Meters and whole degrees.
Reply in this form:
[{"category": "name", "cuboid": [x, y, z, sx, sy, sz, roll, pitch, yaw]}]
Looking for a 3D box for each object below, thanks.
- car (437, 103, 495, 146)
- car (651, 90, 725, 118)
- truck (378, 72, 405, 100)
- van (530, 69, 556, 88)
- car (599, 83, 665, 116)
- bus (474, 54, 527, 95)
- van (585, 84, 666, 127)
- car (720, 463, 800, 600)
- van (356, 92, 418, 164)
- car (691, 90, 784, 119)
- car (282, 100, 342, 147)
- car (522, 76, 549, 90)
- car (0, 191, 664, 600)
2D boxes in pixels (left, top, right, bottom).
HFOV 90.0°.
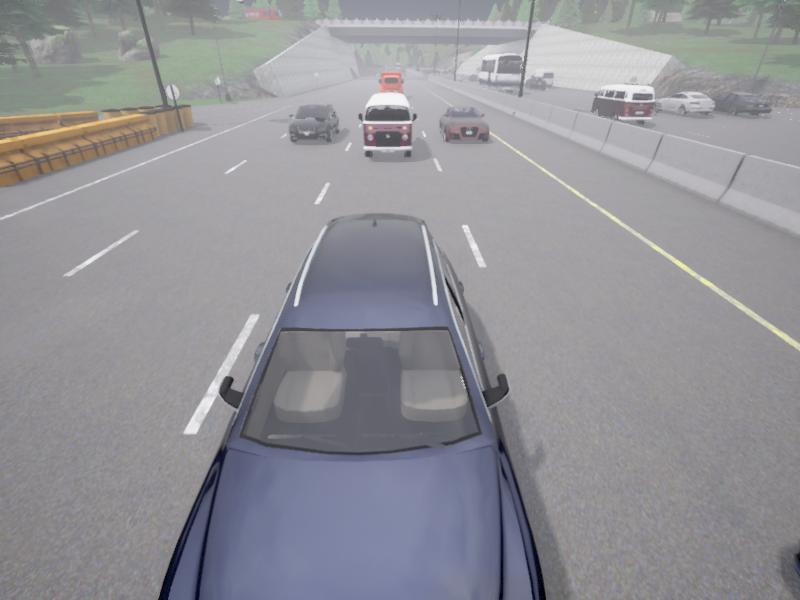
[{"category": "car", "cuboid": [2.990, -8.430, 19.025, 1.994, 1.385, 4.181, 0, 30, -1]}, {"category": "car", "cuboid": [20.335, -14.054, 28.568, 1.812, 1.442, 4.674, 0, 30, -1]}, {"category": "truck", "cuboid": [-0.893, -22.479, 41.913, 2.627, 2.467, 5.204, 0, 30, -1]}, {"category": "van", "cuboid": [23.231, -36.240, 65.358, 1.988, 2.561, 5.915, 0, 30, -1]}, {"category": "car", "cuboid": [16.822, -14.740, 29.307, 1.932, 1.855, 4.605, 0, 31, -1]}, {"category": "bus", "cuboid": [12.810, -29.644, 52.401, 3.944, 4.253, 10.273, 0, 31, -1]}, {"category": "van", "cuboid": [13.407, -11.836, 24.185, 2.069, 2.038, 4.480, 0, 30, -1]}, {"category": "car", "cuboid": [3.300, 2.612, 0.152, 2.033, 1.411, 5.357, 0, 30, -1]}, {"category": "van", "cuboid": [-0.457, -6.864, 15.682, 2.069, 2.038, 4.480, 0, 30, -1]}, {"category": "car", "cuboid": [23.838, -14.049, 28.613, 2.033, 1.411, 5.357, 0, 30, -1]}, {"category": "car", "cuboid": [-4.011, -8.519, 19.047, 1.837, 1.490, 4.892, 0, 30, -1]}, {"category": "car", "cuboid": [19.836, -31.853, 58.728, 2.242, 1.667, 4.611, 0, 31, -1]}, {"category": "car", "cuboid": [-0.249, 0.548, 3.440, 2.033, 1.649, 4.856, 0, 30, -1]}]
